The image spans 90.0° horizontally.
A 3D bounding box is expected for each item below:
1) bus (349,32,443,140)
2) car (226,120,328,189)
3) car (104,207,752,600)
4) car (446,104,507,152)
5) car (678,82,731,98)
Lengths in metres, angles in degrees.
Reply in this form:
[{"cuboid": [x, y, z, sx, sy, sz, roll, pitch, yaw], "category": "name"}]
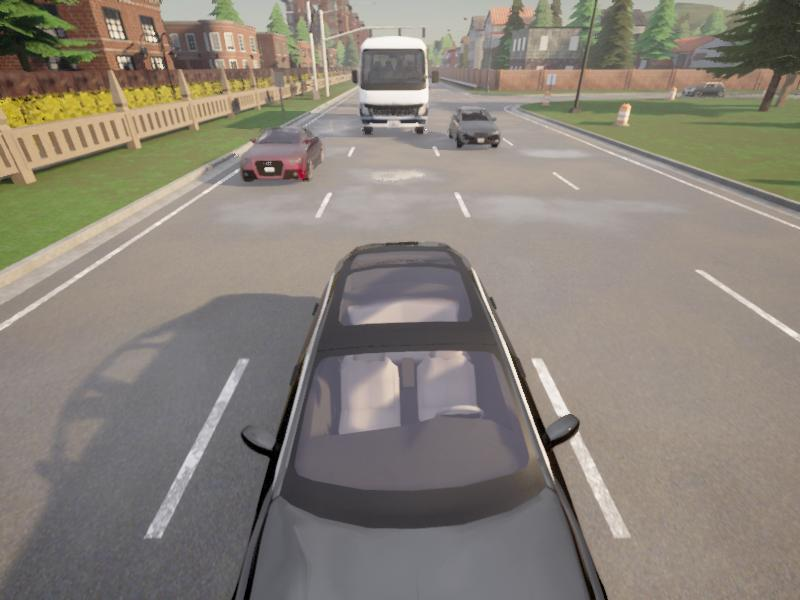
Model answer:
[{"cuboid": [-0.220, -12.000, 22.328, 3.944, 4.253, 10.273, 0, 30, 0], "category": "bus"}, {"cuboid": [-3.717, -4.854, 12.972, 1.994, 1.385, 4.181, 0, 30, 0], "category": "car"}, {"cuboid": [0.064, 0.751, 3.238, 2.128, 1.511, 4.902, -2, 30, 0], "category": "car"}, {"cuboid": [3.228, -7.704, 17.711, 1.816, 1.474, 4.193, 0, 30, 0], "category": "car"}, {"cuboid": [32.780, -22.642, 43.135, 3.806, 1.475, 1.970, -1, 30, -1], "category": "car"}]
